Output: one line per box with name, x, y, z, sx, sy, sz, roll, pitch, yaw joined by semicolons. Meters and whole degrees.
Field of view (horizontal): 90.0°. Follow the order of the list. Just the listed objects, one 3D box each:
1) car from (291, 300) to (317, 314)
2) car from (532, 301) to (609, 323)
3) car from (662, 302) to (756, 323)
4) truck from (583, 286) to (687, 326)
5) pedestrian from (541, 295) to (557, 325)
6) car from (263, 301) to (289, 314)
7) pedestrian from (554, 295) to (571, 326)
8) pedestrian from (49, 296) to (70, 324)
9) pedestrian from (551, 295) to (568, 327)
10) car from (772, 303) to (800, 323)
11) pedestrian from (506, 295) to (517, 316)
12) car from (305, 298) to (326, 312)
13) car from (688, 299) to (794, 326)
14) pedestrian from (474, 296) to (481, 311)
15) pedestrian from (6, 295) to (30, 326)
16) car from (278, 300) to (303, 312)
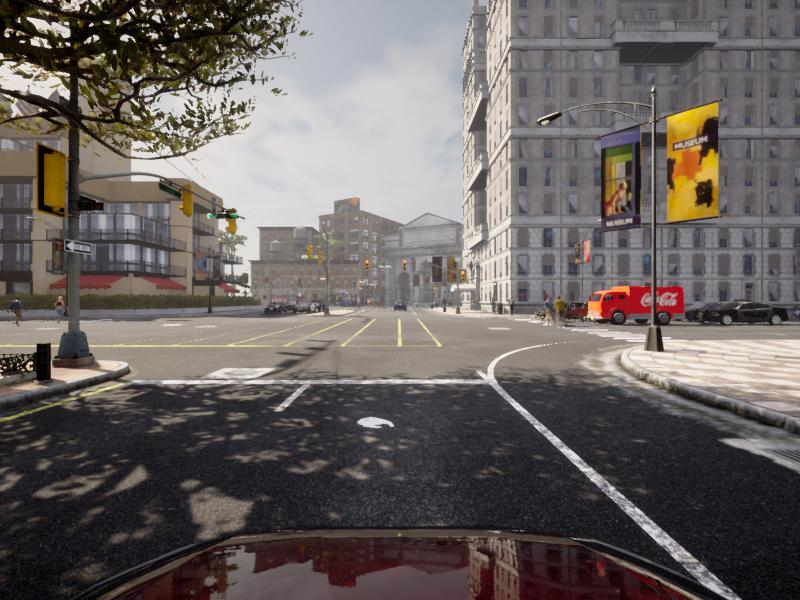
car;-11.489;0.825;48.237;2.038;1.542;4.974;0;0;0
car;12.428;0.846;29.363;4.892;1.490;1.837;1;0;2
car;22.538;0.894;29.316;5.357;1.411;2.033;0;0;0
truck;14.979;0.356;25.775;5.204;2.467;2.627;0;0;0
pedestrian;9.507;0.637;25.482;0.751;1.860;0.751;0;0;2
car;-14.984;0.852;48.417;1.970;1.475;3.806;0;0;0
pedestrian;9.892;0.637;24.334;0.751;1.860;0.751;0;0;1
pedestrian;-22.814;0.637;26.826;0.751;1.860;0.751;0;0;0
pedestrian;9.358;0.637;23.518;0.751;1.860;0.751;0;0;7
car;30.305;0.907;29.334;4.181;1.385;1.994;0;0;-1
pedestrian;9.910;0.484;35.497;0.751;1.860;0.751;0;0;-2
car;-11.485;0.651;54.488;1.932;1.855;4.605;0;0;0
car;21.859;0.770;25.810;5.238;1.638;1.930;0;0;0
pedestrian;9.644;0.484;50.031;0.751;1.860;0.751;0;0;2
pedestrian;-23.487;0.637;24.585;0.751;1.860;0.751;0;0;1
car;-14.985;0.770;55.106;1.930;1.638;5.238;0;0;0
